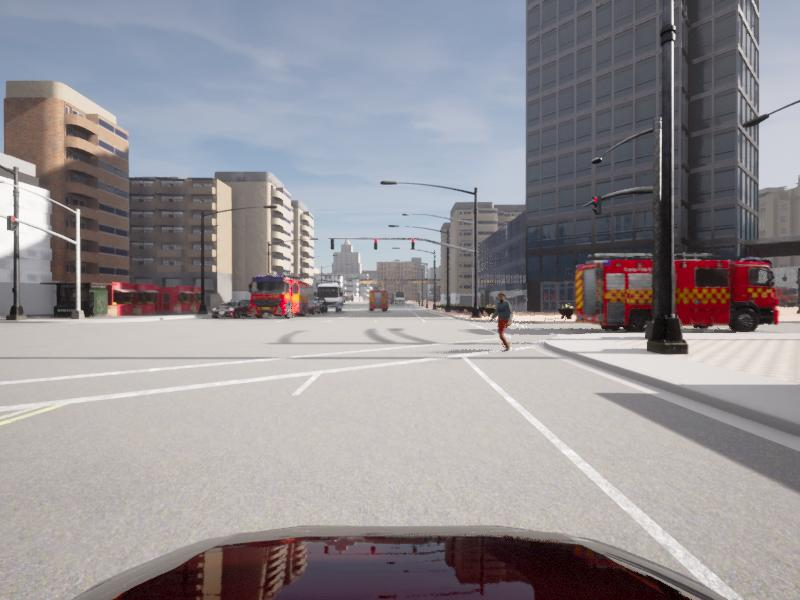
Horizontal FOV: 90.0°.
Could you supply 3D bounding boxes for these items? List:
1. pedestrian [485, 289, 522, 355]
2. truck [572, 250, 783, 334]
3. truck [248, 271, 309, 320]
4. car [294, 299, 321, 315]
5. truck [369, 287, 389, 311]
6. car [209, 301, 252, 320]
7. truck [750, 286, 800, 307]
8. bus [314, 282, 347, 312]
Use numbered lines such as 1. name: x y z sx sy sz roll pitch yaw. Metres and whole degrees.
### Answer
1. pedestrian: 3.057 0.625 11.818 0.751 1.860 0.751 0 0 -31
2. truck: 13.303 -0.374 19.666 8.468 3.827 2.891 0 0 -2
3. truck: -10.517 -0.332 35.649 2.891 3.827 8.468 0 0 0
4. car: -10.499 0.752 45.709 2.097 1.767 4.553 0 -1 0
5. truck: -3.500 -0.048 67.742 2.891 3.827 8.468 0 -1 0
6. car: -14.004 0.828 33.241 1.970 1.475 3.806 0 0 0
7. truck: 71.922 -0.672 76.503 2.891 3.827 8.468 0 0 2
8. bus: -10.552 -0.317 61.738 3.944 4.253 10.273 0 -1 -4
